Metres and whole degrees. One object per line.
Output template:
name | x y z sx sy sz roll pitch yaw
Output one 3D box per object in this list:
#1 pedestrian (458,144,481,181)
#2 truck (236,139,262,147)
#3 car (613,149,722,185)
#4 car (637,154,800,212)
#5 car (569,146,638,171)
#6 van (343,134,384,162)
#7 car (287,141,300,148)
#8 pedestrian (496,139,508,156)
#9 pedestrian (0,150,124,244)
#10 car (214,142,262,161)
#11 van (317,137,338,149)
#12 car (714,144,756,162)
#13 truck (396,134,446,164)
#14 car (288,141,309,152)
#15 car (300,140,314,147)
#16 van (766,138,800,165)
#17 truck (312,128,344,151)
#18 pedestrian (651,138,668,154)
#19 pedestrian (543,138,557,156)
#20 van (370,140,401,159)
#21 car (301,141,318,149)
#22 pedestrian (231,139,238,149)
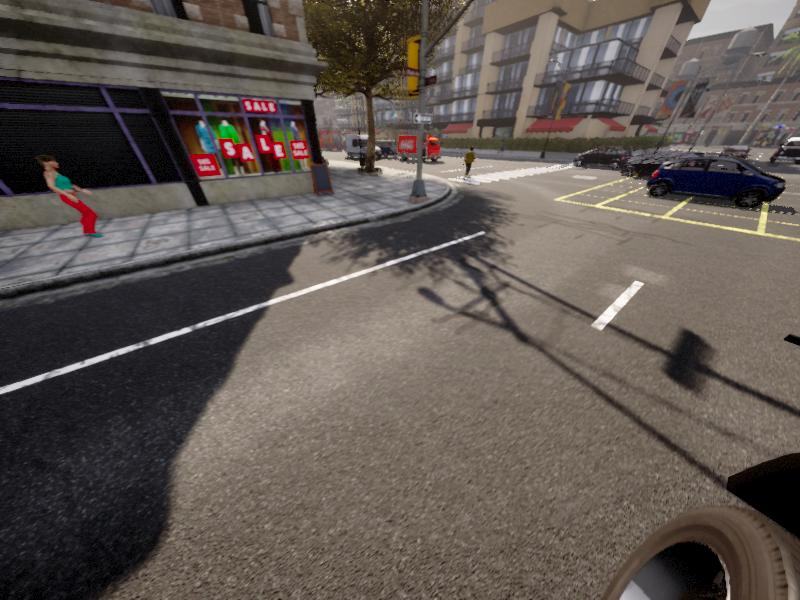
pedestrian | 4.209 -8.320 14.016 0.751 1.860 0.751 -27 43 -32
truck | -48.195 -50.480 74.050 6.274 2.098 2.390 0 35 0
car | 15.868 -8.148 14.011 1.845 1.501 3.633 -10 37 -15
car | 12.836 -4.967 9.502 1.789 1.549 3.705 -24 41 -29
car | 16.883 -11.939 19.356 1.789 1.549 3.705 -24 41 -29
van | -4.469 -18.515 27.995 1.988 2.561 5.915 -24 41 -29
car | -30.461 -44.566 66.009 1.801 1.575 5.366 -24 41 -29
pedestrian | 13.413 -20.066 30.335 0.751 1.860 0.751 -24 41 -29
pedestrian | -7.778 -2.412 5.469 0.751 1.860 0.751 -24 42 -30
car | -20.216 -18.722 29.059 4.553 1.767 2.097 -18 39 -24
van | -17.973 -38.789 56.943 2.351 2.431 6.366 -24 41 -29
car | 36.283 -15.959 24.998 4.674 1.442 1.812 -23 41 -29
truck | 2.133 -16.824 25.605 2.627 2.467 5.204 -24 41 -29
car | -19.676 -29.775 44.729 2.097 1.767 4.553 -24 41 -29
car | -26.926 -45.268 66.892 1.930 1.638 5.238 -24 41 -29
van | 37.886 -14.379 22.226 4.480 2.038 2.069 -24 41 -29
truck | -15.415 -34.065 49.016 2.891 3.827 8.468 -24 41 -29
pedestrian | 35.672 -21.208 31.778 0.751 1.860 0.751 -23 41 -29
pedestrian | 19.169 -19.545 29.552 0.751 1.860 0.751 -25 42 -31
van | -1.894 -19.689 30.116 1.775 1.987 4.442 -24 42 -29
car | -22.574 -38.612 57.418 1.930 1.638 5.238 -24 41 -29
pedestrian | -39.351 -37.132 54.957 0.751 1.860 0.751 -25 42 -31
